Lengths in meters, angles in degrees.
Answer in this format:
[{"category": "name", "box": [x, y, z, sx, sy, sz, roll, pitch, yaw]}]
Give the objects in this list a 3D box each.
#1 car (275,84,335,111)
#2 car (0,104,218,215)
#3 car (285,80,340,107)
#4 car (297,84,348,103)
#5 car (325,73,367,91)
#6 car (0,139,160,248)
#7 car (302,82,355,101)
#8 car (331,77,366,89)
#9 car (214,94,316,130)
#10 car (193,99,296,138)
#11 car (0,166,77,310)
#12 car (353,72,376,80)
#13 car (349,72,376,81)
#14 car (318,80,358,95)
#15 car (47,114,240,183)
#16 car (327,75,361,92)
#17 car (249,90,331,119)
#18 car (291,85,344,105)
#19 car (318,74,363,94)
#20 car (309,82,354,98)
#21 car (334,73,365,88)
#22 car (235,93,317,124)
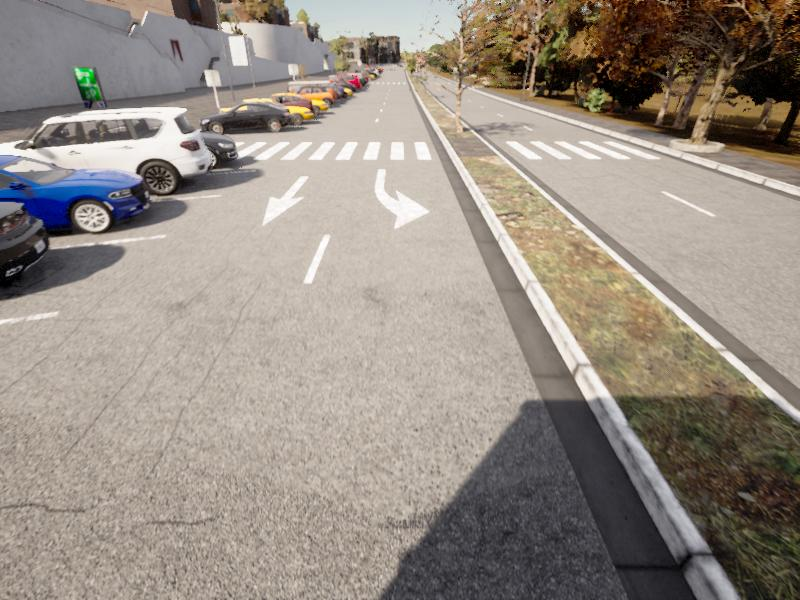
[{"category": "car", "box": [-8.047, -17.220, 33.921, 4.553, 1.767, 2.185, -11, 32, -17]}, {"category": "car", "box": [-8.100, -3.866, 10.607, 5.566, 2.045, 2.435, -11, 32, -17]}, {"category": "car", "box": [-7.970, -18.826, 36.489, 4.442, 1.987, 1.878, -11, 31, -17]}, {"category": "car", "box": [-8.102, -21.579, 41.718, 4.792, 1.488, 2.163, -11, 32, -17]}, {"category": "car", "box": [-8.058, -32.485, 59.574, 5.566, 2.045, 2.435, -11, 32, -17]}, {"category": "car", "box": [-8.076, -2.154, 8.173, 5.008, 1.535, 2.097, -11, 32, -17]}, {"category": "car", "box": [-7.905, -23.165, 44.347, 5.366, 1.575, 1.946, -11, 32, -17]}, {"category": "car", "box": [-8.074, -33.790, 62.252, 4.892, 1.521, 2.231, -11, 33, -17]}, {"category": "car", "box": [-7.900, -11.178, 23.696, 5.366, 1.575, 1.946, -11, 31, -17]}, {"category": "car", "box": [-8.068, -9.612, 21.080, 4.674, 1.452, 2.002, -11, 32, -17]}, {"category": "car", "box": [-8.063, -0.647, 5.596, 4.892, 1.521, 2.231, -11, 32, -17]}, {"category": "car", "box": [-8.090, -50.657, 90.579, 4.674, 1.452, 2.002, -11, 32, -17]}, {"category": "car", "box": [-8.256, -49.112, 87.922, 5.366, 1.575, 1.946, -11, 33, -17]}, {"category": "car", "box": [-8.074, -27.646, 52.018, 4.674, 1.452, 2.002, -11, 32, -17]}, {"category": "car", "box": [-8.081, -5.158, 13.328, 4.892, 1.521, 2.231, -11, 31, -17]}, {"category": "car", "box": [-7.974, -30.951, 57.050, 4.442, 1.987, 1.878, -11, 32, -17]}, {"category": "car", "box": [-7.900, -14.158, 28.864, 5.366, 1.575, 1.946, -11, 31, -17]}, {"category": "car", "box": [-8.071, -20.072, 39.156, 4.674, 1.452, 2.002, -11, 32, -17]}, {"category": "car", "box": [-8.108, -29.413, 54.424, 5.566, 2.045, 2.435, -11, 33, -17]}, {"category": "car", "box": [-8.050, -24.620, 46.887, 4.792, 1.488, 2.163, -11, 32, -17]}, {"category": "car", "box": [-8.192, -35.489, 64.661, 4.442, 1.987, 1.878, -11, 33, -17]}, {"category": "car", "box": [-8.100, -12.598, 26.230, 4.792, 1.488, 2.163, -11, 32, -17]}]
